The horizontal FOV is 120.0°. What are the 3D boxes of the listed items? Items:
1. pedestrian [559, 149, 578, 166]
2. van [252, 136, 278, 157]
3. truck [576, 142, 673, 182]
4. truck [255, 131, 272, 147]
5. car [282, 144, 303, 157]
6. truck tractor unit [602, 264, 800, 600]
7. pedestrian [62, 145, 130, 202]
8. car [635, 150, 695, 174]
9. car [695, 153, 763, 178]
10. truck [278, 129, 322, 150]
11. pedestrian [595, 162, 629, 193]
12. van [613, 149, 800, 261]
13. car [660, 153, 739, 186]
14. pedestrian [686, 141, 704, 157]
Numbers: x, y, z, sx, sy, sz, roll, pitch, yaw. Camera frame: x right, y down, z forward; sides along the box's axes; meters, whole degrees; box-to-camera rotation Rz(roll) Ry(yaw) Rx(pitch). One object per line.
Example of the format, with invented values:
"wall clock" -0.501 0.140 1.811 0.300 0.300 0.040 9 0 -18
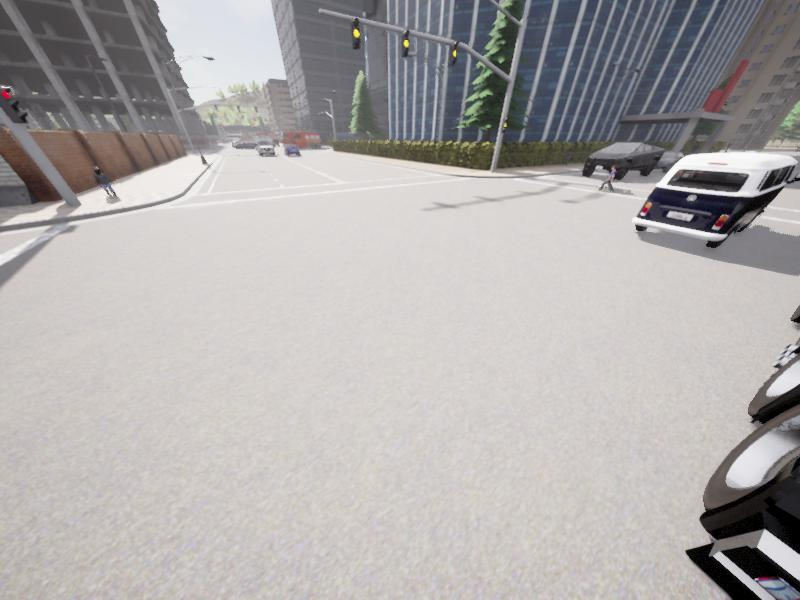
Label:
"pedestrian" 15.934 -13.484 21.842 0.751 1.300 0.751 -18 39 -24
"van" -20.374 -23.119 34.753 2.351 2.431 6.366 -18 39 -24
"truck" 15.908 -9.938 16.398 6.274 2.098 2.390 -18 39 -24
"truck" -41.314 -48.540 69.639 2.891 3.827 8.468 -18 39 -24
"car" -16.472 -22.852 35.184 2.007 1.525 4.514 -17 39 -23
"truck tractor unit" 5.110 -0.302 0.778 6.516 4.208 3.053 -18 39 -24
"pedestrian" -11.834 -4.954 9.089 0.751 1.860 0.751 -23 41 -29
"car" 22.719 -11.899 19.812 4.674 1.442 1.812 -18 39 -24
"car" 25.271 -10.391 17.745 4.181 1.385 1.994 -19 39 -25
"truck" -23.166 -37.483 53.996 8.468 3.827 2.891 -19 39 -25
"pedestrian" 10.811 -6.262 11.799 0.751 1.300 0.751 30 45 35
"van" 8.768 -2.910 6.432 4.480 2.038 2.069 -19 39 -24
"car" 19.210 -8.445 14.834 4.193 1.474 1.816 -18 39 -24
"pedestrian" 43.476 -22.253 34.055 0.751 1.860 0.751 -19 39 -25
